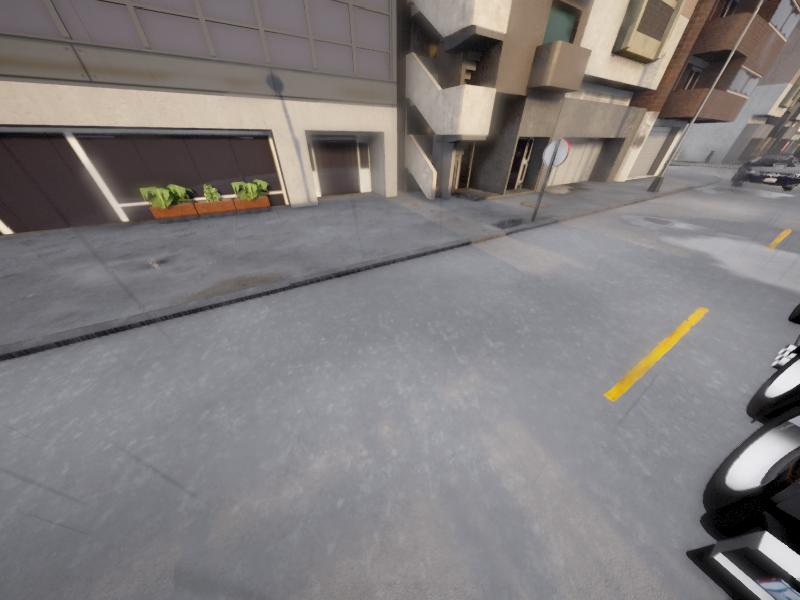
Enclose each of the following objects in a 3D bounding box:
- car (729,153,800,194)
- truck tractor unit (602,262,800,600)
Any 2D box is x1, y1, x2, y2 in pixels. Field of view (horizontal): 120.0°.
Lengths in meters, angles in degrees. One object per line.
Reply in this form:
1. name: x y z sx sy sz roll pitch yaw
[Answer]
1. car: 22.132 -7.739 13.851 5.027 1.651 2.152 -27 43 -33
2. truck tractor unit: 5.107 -0.305 0.786 6.516 4.208 3.053 -18 39 -24
